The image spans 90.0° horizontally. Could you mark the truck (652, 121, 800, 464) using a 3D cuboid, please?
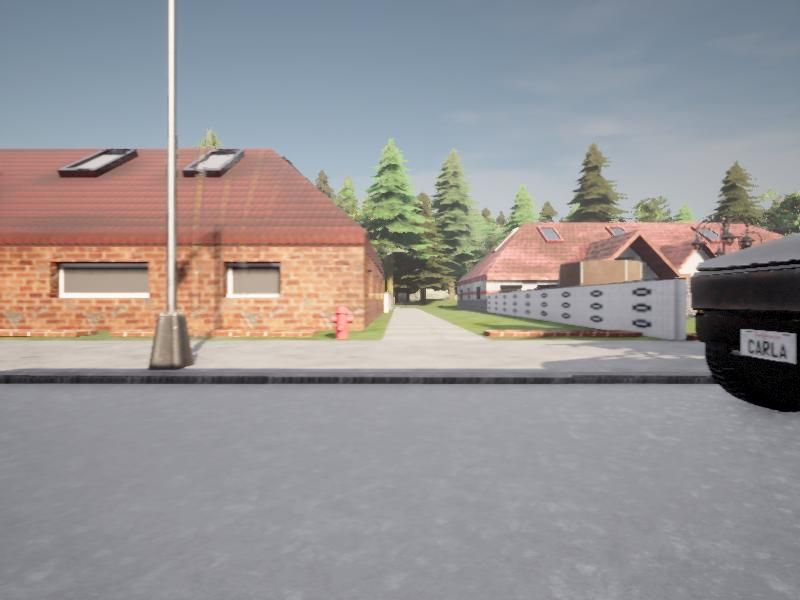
[{"bbox_3d":[5.586,-0.057,2.665,6.274,2.098,2.390,0,0,1],"label":"truck"}]
